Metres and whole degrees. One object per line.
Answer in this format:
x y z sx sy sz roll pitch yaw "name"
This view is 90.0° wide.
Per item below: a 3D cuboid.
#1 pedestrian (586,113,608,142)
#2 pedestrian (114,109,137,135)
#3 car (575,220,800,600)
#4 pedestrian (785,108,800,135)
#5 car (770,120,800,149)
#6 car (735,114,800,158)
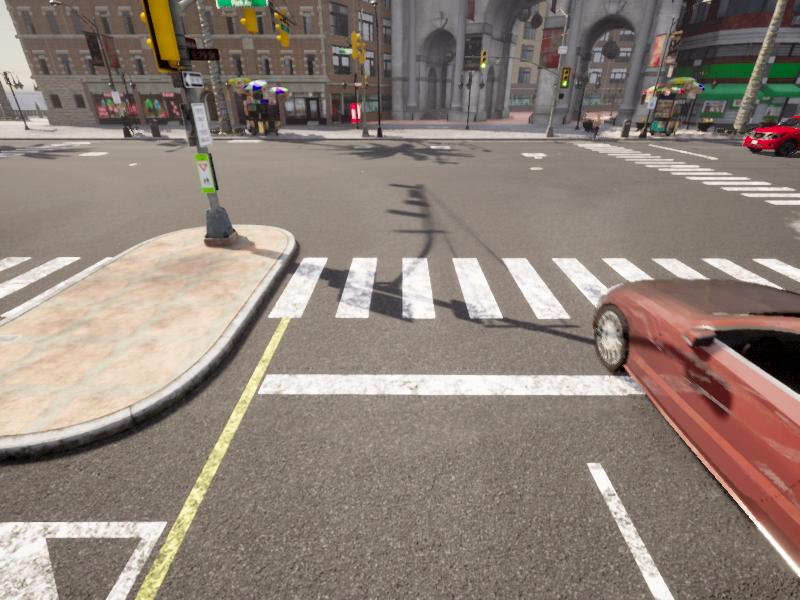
13.812 -12.102 28.078 0.751 1.860 0.751 1 27 2 "pedestrian"
-21.371 -13.881 31.210 0.751 1.860 0.751 3 27 6 "pedestrian"
3.534 0.908 3.074 2.152 1.651 5.027 0 27 1 "car"
31.693 -14.178 31.781 0.751 1.860 0.751 -8 28 -16 "pedestrian"
26.247 -10.419 25.193 3.705 1.549 1.789 0 27 0 "car"
22.403 -9.060 22.004 5.566 2.045 2.150 0 27 0 "car"
